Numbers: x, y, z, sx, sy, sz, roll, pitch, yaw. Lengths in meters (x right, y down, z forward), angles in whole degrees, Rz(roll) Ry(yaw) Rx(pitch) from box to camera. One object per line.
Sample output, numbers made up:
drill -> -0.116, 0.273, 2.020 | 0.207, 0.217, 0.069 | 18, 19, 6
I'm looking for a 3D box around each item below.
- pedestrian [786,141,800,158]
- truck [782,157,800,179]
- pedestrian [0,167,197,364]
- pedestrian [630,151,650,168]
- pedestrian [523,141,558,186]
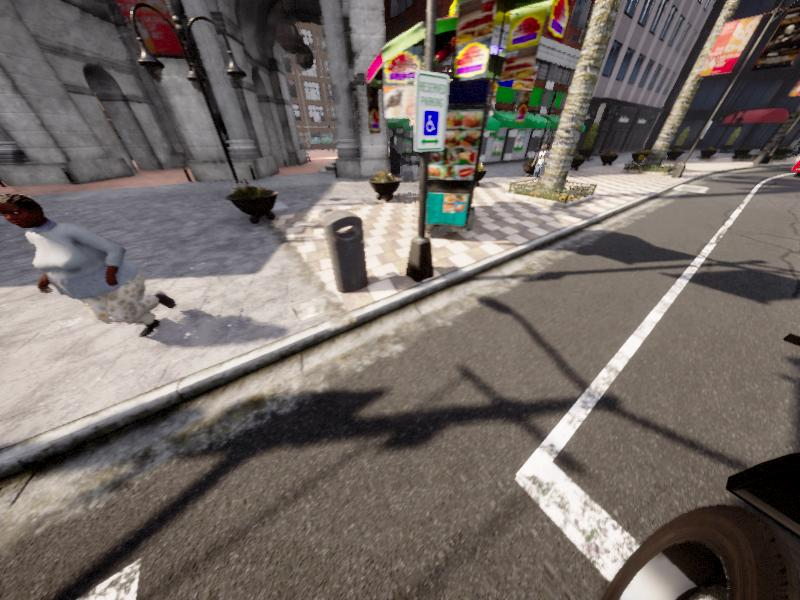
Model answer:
pedestrian -> 43.303, -16.396, 24.853 | 0.751, 1.860, 0.751 | -5, 35, -6
truck -> 28.796, -9.488, 13.789 | 8.468, 3.827, 2.891 | -13, 37, -17
pedestrian -> -3.209, -0.264, 2.384 | 0.751, 1.860, 0.751 | -2, 35, -2
pedestrian -> 18.561, -10.850, 17.859 | 0.500, 1.100, 0.500 | -17, 39, -22
pedestrian -> 7.121, -6.952, 11.773 | 0.751, 1.860, 0.751 | -21, 40, -26
